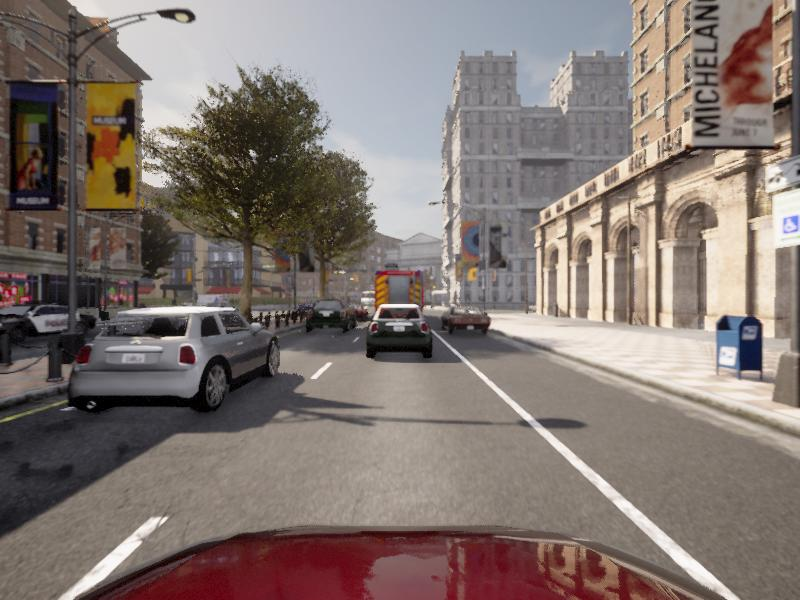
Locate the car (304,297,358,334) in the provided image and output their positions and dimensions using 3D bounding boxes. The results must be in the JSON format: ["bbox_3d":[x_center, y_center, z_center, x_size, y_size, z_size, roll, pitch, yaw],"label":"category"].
[{"bbox_3d":[-3.556,0.730,21.377,2.097,1.767,4.553,0,0,0],"label":"car"}]

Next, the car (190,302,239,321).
[{"bbox_3d":[-15.086,0.920,32.857,1.812,1.442,4.674,0,0,0],"label":"car"}]

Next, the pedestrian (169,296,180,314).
[{"bbox_3d":[-23.331,0.549,41.386,0.751,1.860,0.751,0,0,10],"label":"pedestrian"}]

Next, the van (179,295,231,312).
[{"bbox_3d":[-27.722,0.466,57.039,6.366,2.431,2.351,0,0,1],"label":"van"}]

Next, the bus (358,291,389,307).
[{"bbox_3d":[-7.551,-0.359,112.083,3.944,4.253,10.273,1,0,-32],"label":"bus"}]

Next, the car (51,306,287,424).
[{"bbox_3d":[-3.520,0.864,7.063,1.970,1.475,3.806,0,0,0],"label":"car"}]

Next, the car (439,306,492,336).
[{"bbox_3d":[3.196,0.970,20.414,1.895,1.301,4.718,0,0,0],"label":"car"}]

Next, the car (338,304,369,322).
[{"bbox_3d":[-3.582,0.993,31.653,1.895,1.301,4.718,0,0,0],"label":"car"}]

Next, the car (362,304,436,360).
[{"bbox_3d":[-0.030,0.873,12.578,1.970,1.475,3.806,0,0,0],"label":"car"}]

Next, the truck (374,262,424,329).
[{"bbox_3d":[-0.066,-0.278,27.117,2.891,3.827,8.468,0,0,0],"label":"truck"}]

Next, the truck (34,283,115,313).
[{"bbox_3d":[-43.382,-0.241,53.466,8.468,3.827,2.891,0,0,0],"label":"truck"}]

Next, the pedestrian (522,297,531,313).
[{"bbox_3d":[14.139,0.554,44.733,0.751,1.860,0.751,0,0,8],"label":"pedestrian"}]

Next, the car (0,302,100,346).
[{"bbox_3d":[-15.042,0.855,16.220,2.038,1.542,4.974,0,0,0],"label":"car"}]
